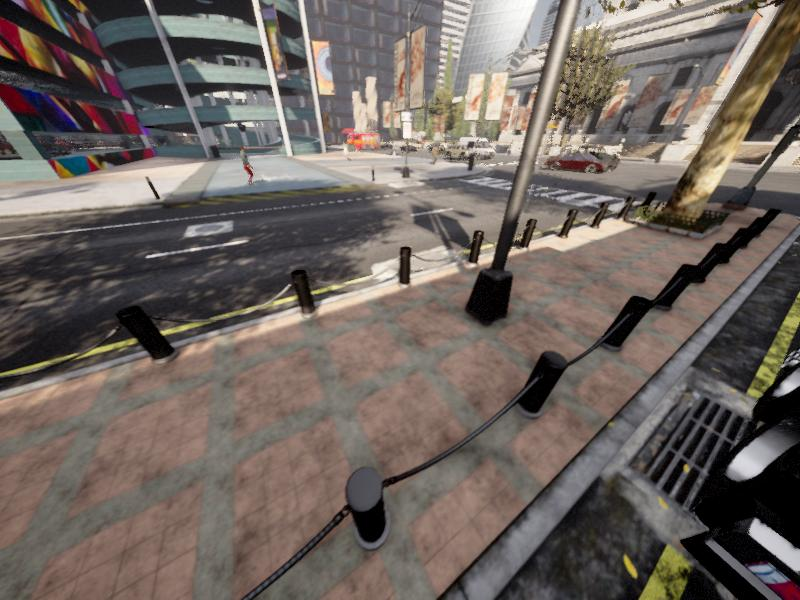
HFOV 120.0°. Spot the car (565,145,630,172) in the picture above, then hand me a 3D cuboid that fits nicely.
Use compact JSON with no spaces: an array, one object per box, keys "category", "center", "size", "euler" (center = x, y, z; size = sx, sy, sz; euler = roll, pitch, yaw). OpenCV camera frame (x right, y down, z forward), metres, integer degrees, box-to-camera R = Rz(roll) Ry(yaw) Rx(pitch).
[{"category":"car","center":[18.476,-13.477,21.859],"size":[1.905,1.878,3.866],"euler":[-18,39,-24]}]

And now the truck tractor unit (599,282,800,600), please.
[{"category":"truck tractor unit","center":[5.137,-0.274,0.734],"size":[6.516,4.208,3.053],"euler":[-17,38,-23]}]

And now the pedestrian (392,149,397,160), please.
[{"category":"pedestrian","center":[-0.709,-17.587,27.989],"size":[0.500,1.100,0.500],"euler":[-9,36,-13]}]

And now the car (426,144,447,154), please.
[{"category":"car","center":[6.895,-28.726,43.962],"size":[1.789,1.549,3.705],"euler":[-18,39,-25]}]

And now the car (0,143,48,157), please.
[{"category":"car","center":[-52.206,-20.245,31.205],"size":[4.514,1.523,2.007],"euler":[-18,39,-25]}]

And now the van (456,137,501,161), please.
[{"category":"van","center":[10.782,-21.335,32.518],"size":[1.988,2.561,5.915],"euler":[-18,39,-24]}]

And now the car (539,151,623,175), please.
[{"category":"car","center":[15.606,-12.122,20.324],"size":[2.033,1.411,5.357],"euler":[-18,39,-24]}]

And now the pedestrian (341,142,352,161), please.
[{"category":"pedestrian","center":[-6.177,-17.166,26.674],"size":[0.751,1.860,0.751],"euler":[-26,43,-32]}]

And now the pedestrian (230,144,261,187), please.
[{"category":"pedestrian","center":[-8.078,-7.069,12.152],"size":[0.751,1.860,0.751],"euler":[-16,38,-22]}]

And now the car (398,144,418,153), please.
[{"category":"car","center":[1.650,-33.070,50.327],"size":[1.994,1.385,4.181],"euler":[-24,41,-30]}]

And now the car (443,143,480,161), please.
[{"category":"car","center":[8.052,-19.768,30.823],"size":[1.932,1.855,4.605],"euler":[-18,39,-24]}]

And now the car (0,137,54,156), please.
[{"category":"car","center":[-52.154,-20.584,31.006],"size":[5.566,2.045,2.435],"euler":[-18,39,-25]}]

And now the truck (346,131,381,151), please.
[{"category":"truck","center":[-9.152,-39.798,57.748],"size":[8.468,3.827,2.891],"euler":[19,39,25]}]

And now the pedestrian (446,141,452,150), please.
[{"category":"pedestrian","center":[11.635,-36.857,55.110],"size":[0.751,1.860,0.751],"euler":[-17,38,-23]}]

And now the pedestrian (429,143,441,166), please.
[{"category":"pedestrian","center":[3.419,-14.220,22.521],"size":[0.751,1.860,0.751],"euler":[-8,36,-12]}]

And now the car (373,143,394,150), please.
[{"category":"car","center":[-4.262,-39.193,58.964],"size":[4.902,1.511,2.128],"euler":[22,40,28]}]

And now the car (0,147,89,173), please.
[{"category":"car","center":[-28.642,-10.886,17.872],"size":[4.902,1.511,2.128],"euler":[-18,39,-25]}]
